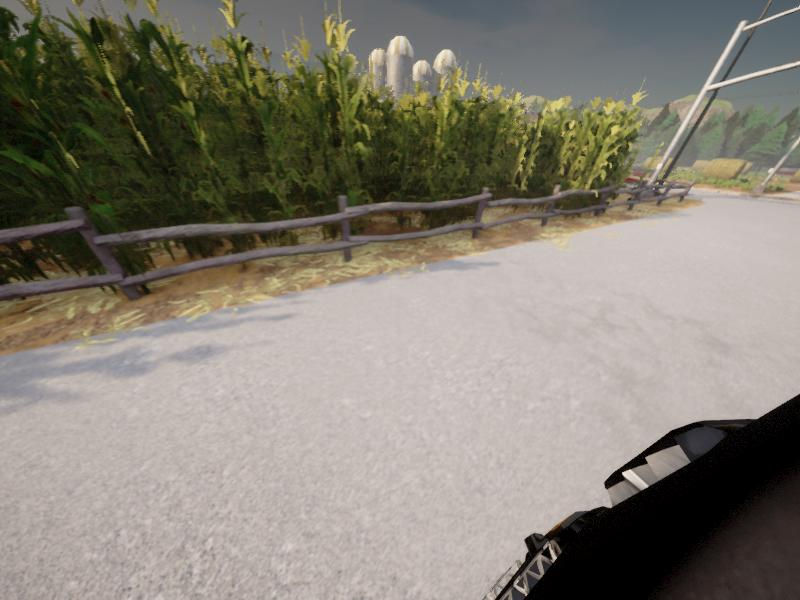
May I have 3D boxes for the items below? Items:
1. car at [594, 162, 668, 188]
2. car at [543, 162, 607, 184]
[{"bbox_3d":[22.889,-12.617,23.177,2.097,1.767,4.553,-16,38,-26],"label":"car"},{"bbox_3d":[18.126,-13.372,24.224,2.163,1.488,4.792,-16,38,-26],"label":"car"}]
